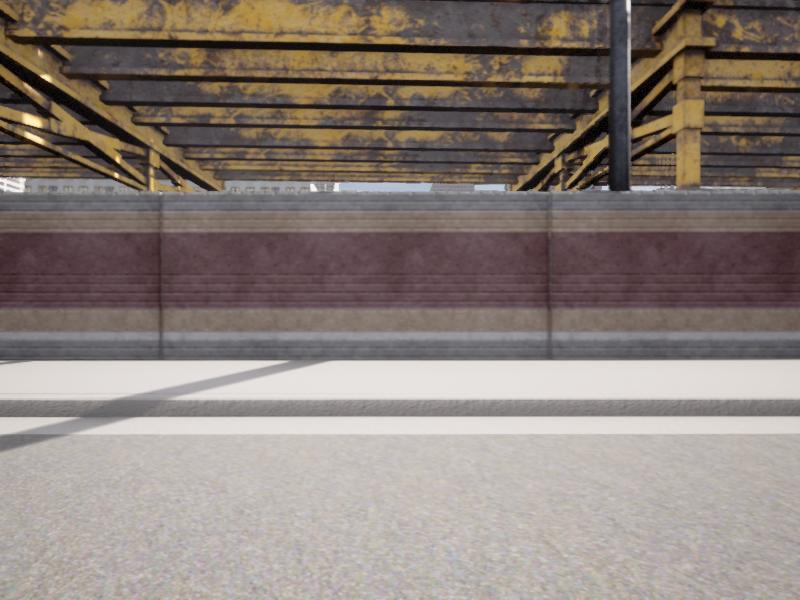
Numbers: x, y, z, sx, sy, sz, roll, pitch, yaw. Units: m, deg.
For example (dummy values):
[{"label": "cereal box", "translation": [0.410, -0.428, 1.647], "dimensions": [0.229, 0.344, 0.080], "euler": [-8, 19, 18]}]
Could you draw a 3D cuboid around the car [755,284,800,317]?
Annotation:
[{"label": "car", "translation": [16.087, 0.025, 14.669], "dimensions": [4.536, 1.218, 1.853], "euler": [0, 0, 44]}]

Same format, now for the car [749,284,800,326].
[{"label": "car", "translation": [16.125, 0.182, 14.634], "dimensions": [4.974, 1.542, 2.038], "euler": [0, 0, 44]}]
